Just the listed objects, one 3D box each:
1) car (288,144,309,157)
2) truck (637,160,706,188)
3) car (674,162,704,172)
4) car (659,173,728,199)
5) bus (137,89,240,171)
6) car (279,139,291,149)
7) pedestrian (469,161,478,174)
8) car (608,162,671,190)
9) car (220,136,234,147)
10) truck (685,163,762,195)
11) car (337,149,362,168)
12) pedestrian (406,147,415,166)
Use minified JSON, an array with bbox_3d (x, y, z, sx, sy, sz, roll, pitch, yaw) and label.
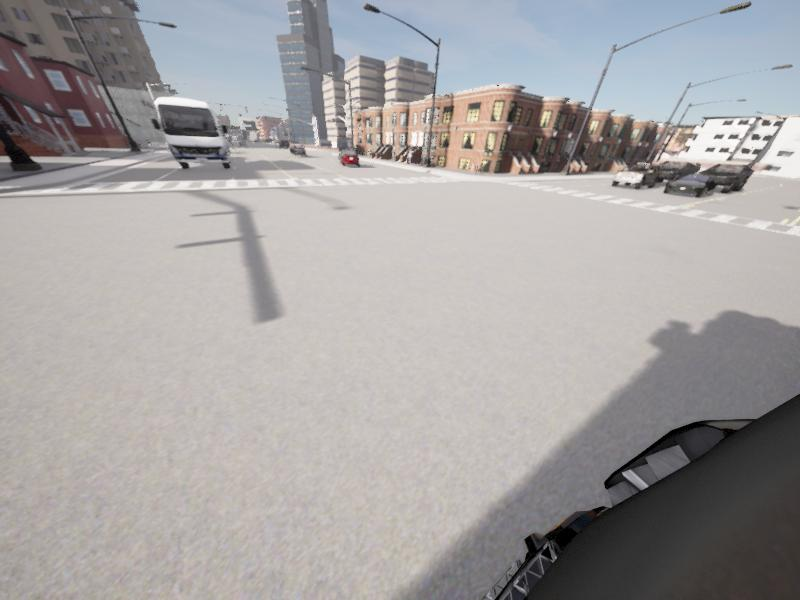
[{"bbox_3d":[-16.434,-24.080,37.218,2.128,1.511,4.902,-16,38,-26],"label":"car"},{"bbox_3d":[27.145,-12.647,23.077,6.274,2.098,2.390,-16,38,-26],"label":"truck"},{"bbox_3d":[70.846,-32.720,56.724,1.905,1.878,3.866,-7,35,-15],"label":"car"},{"bbox_3d":[22.050,-8.656,17.369,4.181,1.385,1.994,-16,38,-26],"label":"car"},{"bbox_3d":[-16.451,-13.722,19.286,3.944,4.253,10.273,-16,38,-26],"label":"bus"},{"bbox_3d":[-33.556,-45.401,67.222,2.150,2.045,5.566,-16,38,-26],"label":"car"},{"bbox_3d":[7.065,-12.744,22.217,0.500,1.100,0.500,5,34,3],"label":"pedestrian"},{"bbox_3d":[20.490,-10.669,19.793,4.605,1.855,1.932,-16,38,-26],"label":"car"},{"bbox_3d":[-45.154,-41.434,60.377,2.150,2.045,5.566,-16,38,-26],"label":"car"},{"bbox_3d":[28.735,-10.851,20.522,6.274,2.098,2.390,-16,38,-26],"label":"truck"},{"bbox_3d":[-5.826,-16.199,26.319,2.163,1.488,4.792,-8,35,-16],"label":"car"},{"bbox_3d":[1.268,-17.290,27.852,0.751,1.860,0.751,-9,36,-17],"label":"pedestrian"}]
